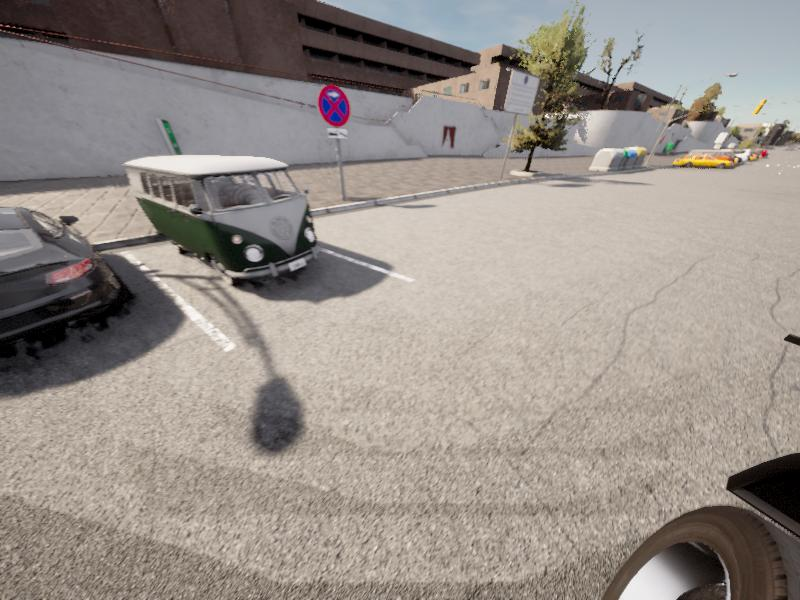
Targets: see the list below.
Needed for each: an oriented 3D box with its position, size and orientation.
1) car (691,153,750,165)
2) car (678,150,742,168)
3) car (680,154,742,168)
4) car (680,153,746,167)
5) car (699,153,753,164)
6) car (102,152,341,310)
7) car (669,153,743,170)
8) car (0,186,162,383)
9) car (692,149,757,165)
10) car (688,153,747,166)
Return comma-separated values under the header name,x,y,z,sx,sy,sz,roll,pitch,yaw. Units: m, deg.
name,x,y,z,sx,sy,sz,roll,pitch,yaw
car,51.337,-22.749,37.194,5.008,1.535,2.097,22,39,28
car,41.664,-19.146,31.288,4.442,1.987,1.878,22,39,28
car,43.983,-19.917,32.925,4.792,1.488,2.163,22,40,28
car,46.298,-20.934,34.411,5.366,1.575,1.946,22,39,28
car,56.222,-24.616,40.066,4.892,1.521,2.231,22,39,28
car,-3.612,-1.802,4.757,4.442,1.987,1.878,21,40,29
car,39.275,-18.000,29.951,5.366,1.575,1.946,22,39,28
car,-6.147,-0.621,3.570,4.674,1.452,2.002,21,41,29
car,53.756,-23.896,38.492,5.566,2.045,2.435,22,39,28
car,48.898,-21.805,35.754,4.892,1.521,2.231,22,39,28
